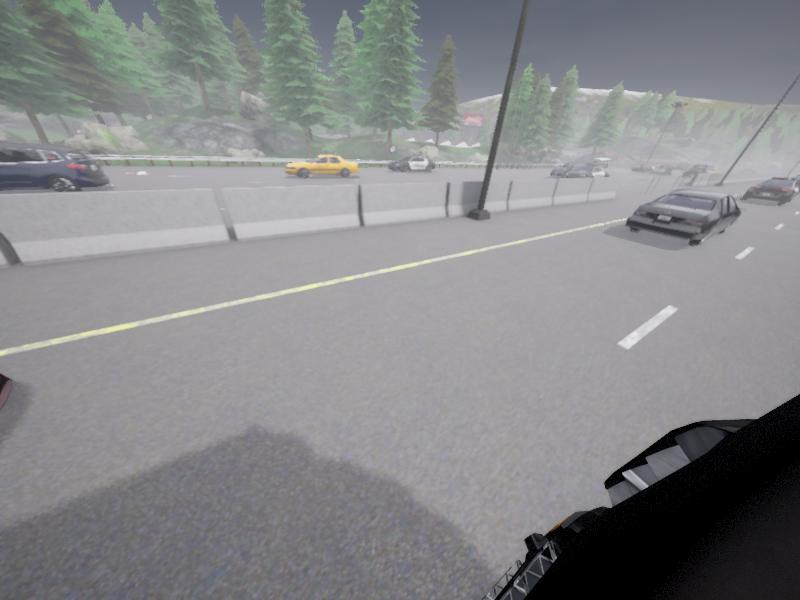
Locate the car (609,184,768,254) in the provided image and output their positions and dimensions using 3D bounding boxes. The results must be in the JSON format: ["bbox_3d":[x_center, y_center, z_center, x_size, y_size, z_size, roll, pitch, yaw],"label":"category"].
[{"bbox_3d":[10.118,-3.052,8.077,5.357,1.411,2.033,-16,38,-26],"label":"car"}]

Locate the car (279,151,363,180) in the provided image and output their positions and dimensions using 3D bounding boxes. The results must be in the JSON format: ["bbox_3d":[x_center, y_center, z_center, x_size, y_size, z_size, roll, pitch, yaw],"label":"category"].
[{"bbox_3d":[-5.587,-9.845,16.890,5.366,1.575,1.801,-16,38,-26],"label":"car"}]

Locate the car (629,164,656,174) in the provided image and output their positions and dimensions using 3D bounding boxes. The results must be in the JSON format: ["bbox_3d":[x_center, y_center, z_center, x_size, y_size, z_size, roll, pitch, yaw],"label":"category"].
[{"bbox_3d":[44.669,-24.123,42.549,4.718,1.301,1.895,-16,38,-26],"label":"car"}]

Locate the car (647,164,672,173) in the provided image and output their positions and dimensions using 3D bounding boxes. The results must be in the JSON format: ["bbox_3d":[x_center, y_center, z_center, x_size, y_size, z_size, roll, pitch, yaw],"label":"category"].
[{"bbox_3d":[51.797,-26.223,46.136,4.674,1.442,1.812,-16,38,-26],"label":"car"}]

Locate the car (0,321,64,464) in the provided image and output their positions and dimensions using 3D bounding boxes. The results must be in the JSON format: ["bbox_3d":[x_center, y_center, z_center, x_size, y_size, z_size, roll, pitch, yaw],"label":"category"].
[{"bbox_3d":[-4.861,1.250,0.458,4.181,1.385,1.994,-16,38,-26],"label":"car"}]

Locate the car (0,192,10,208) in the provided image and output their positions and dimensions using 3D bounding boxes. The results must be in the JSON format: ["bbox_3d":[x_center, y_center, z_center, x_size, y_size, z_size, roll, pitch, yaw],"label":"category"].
[{"bbox_3d":[-14.644,-2.780,5.516,4.856,1.649,2.033,-16,38,-26],"label":"car"}]

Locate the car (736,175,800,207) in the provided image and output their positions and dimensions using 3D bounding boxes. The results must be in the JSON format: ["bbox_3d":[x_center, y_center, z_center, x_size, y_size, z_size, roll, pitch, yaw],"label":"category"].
[{"bbox_3d":[26.969,-7.932,16.616,4.974,1.542,2.038,-16,38,-26],"label":"car"}]

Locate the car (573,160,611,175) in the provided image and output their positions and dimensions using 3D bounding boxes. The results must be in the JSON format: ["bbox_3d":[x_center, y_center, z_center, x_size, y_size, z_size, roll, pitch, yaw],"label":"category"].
[{"bbox_3d":[28.177,-19.477,33.942,4.611,1.667,2.242,-15,38,-25],"label":"car"}]

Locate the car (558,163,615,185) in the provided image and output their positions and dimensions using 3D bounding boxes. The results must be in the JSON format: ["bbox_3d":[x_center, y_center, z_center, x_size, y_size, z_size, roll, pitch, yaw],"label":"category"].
[{"bbox_3d":[17.833,-12.045,22.083,4.974,1.542,2.038,-16,38,-26],"label":"car"}]

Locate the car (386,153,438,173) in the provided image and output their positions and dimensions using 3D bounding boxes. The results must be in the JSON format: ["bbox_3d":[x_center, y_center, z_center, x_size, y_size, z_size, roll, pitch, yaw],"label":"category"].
[{"bbox_3d":[1.203,-14.009,23.735,4.974,1.542,2.038,-16,38,-26],"label":"car"}]

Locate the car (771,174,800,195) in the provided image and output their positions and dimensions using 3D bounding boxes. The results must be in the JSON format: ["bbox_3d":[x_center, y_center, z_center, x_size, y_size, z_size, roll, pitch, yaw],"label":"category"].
[{"bbox_3d":[40.668,-11.855,23.587,4.974,1.542,2.038,-16,38,-26],"label":"car"}]

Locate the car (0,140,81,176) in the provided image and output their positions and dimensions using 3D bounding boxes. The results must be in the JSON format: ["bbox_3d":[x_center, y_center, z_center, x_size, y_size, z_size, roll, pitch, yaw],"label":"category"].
[{"bbox_3d":[-20.919,-7.681,12.460,3.705,1.549,1.789,-16,38,-26],"label":"car"}]

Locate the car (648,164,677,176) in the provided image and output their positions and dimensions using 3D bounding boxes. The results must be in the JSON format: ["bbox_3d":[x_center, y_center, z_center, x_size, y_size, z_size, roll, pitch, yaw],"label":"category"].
[{"bbox_3d":[44.171,-21.862,38.839,3.988,1.617,1.851,-16,38,-26],"label":"car"}]

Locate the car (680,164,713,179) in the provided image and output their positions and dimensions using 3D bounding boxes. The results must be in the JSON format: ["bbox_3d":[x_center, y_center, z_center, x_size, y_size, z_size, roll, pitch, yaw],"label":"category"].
[{"bbox_3d":[47.600,-20.718,37.129,3.866,1.878,1.905,-16,38,-26],"label":"car"}]

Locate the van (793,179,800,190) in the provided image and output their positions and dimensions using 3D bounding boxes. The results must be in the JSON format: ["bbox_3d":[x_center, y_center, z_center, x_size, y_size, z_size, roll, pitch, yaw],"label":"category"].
[{"bbox_3d":[49.306,-14.311,27.035,5.915,2.561,1.988,-21,40,-33],"label":"van"}]

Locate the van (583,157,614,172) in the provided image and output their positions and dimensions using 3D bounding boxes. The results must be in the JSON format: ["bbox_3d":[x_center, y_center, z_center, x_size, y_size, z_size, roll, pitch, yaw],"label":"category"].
[{"bbox_3d":[34.975,-23.895,40.772,4.480,2.038,2.069,-17,38,-26],"label":"van"}]

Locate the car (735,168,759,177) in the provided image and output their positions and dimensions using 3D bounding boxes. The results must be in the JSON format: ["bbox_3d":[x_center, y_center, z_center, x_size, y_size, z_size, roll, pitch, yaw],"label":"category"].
[{"bbox_3d":[83.380,-30.739,55.497,5.027,1.651,2.152,-16,38,-26],"label":"car"}]

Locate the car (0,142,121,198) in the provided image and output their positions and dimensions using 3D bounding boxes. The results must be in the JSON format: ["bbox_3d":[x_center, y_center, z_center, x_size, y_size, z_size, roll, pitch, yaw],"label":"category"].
[{"bbox_3d":[-14.782,-5.002,8.807,4.611,1.667,2.242,-16,38,-26],"label":"car"}]

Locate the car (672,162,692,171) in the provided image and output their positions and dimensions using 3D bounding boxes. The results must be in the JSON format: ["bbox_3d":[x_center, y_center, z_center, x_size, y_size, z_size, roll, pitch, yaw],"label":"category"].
[{"bbox_3d":[74.049,-35.012,60.712,3.866,1.878,1.905,-16,38,-26],"label":"car"}]

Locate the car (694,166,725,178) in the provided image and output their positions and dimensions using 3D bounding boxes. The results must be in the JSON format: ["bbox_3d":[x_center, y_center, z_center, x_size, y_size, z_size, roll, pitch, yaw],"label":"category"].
[{"bbox_3d":[54.824,-22.644,40.905,5.366,1.575,1.801,-16,38,-26],"label":"car"}]

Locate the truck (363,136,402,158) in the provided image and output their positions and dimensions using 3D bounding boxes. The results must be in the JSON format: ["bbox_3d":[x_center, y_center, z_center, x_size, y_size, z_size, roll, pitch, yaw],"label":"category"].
[{"bbox_3d":[-4.178,-35.834,54.022,8.468,3.827,2.891,16,36,19],"label":"truck"}]

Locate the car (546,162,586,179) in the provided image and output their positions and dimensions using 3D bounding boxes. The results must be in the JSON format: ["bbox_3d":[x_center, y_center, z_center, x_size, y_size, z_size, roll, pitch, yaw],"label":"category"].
[{"bbox_3d":[18.701,-14.620,26.019,3.633,1.501,1.845,-17,39,-27],"label":"car"}]

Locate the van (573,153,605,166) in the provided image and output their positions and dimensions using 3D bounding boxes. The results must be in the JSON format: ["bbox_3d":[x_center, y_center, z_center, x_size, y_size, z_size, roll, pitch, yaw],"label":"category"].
[{"bbox_3d":[50.220,-37.496,61.584,1.988,2.561,5.915,-16,38,-26],"label":"van"}]
